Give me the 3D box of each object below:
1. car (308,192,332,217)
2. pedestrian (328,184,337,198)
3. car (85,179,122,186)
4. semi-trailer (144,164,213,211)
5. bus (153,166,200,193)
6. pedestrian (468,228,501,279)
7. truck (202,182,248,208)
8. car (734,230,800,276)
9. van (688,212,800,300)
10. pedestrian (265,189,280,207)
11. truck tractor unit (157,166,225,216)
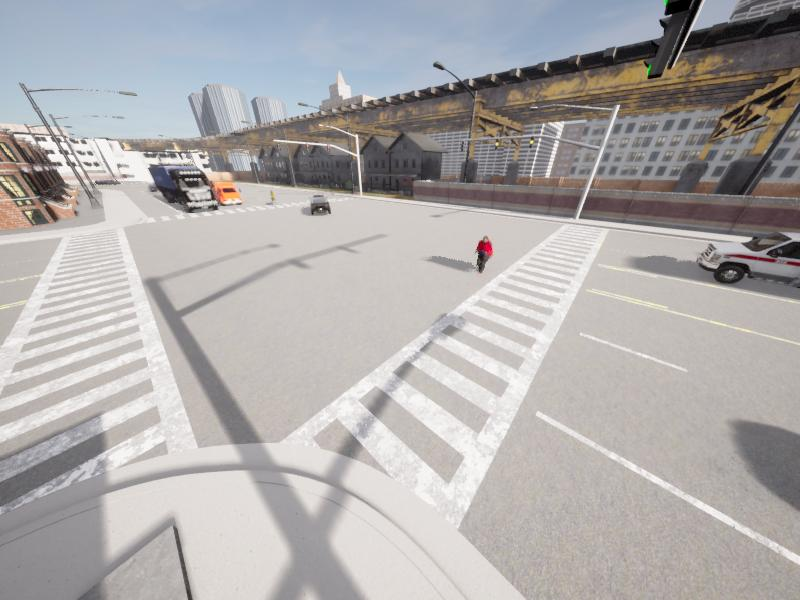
[{"bbox_3d":[-8.428,-10.085,24.129,1.930,1.638,5.238,-10,31,-16],"label":"car"},{"bbox_3d":[-10.126,-16.392,34.786,0.751,1.860,0.751,19,35,29],"label":"pedestrian"},{"bbox_3d":[-74.980,-29.799,58.523,5.357,1.411,2.033,-10,31,-16],"label":"car"},{"bbox_3d":[-27.798,-14.311,28.667,14.254,4.402,2.717,24,37,35],"label":"semi-trailer"},{"bbox_3d":[-43.749,-23.766,45.215,10.273,4.253,3.944,24,37,35],"label":"bus"},{"bbox_3d":[3.548,-1.976,9.817,0.751,1.860,0.751,-25,39,-37],"label":"pedestrian"},{"bbox_3d":[-21.649,-13.111,28.553,5.204,2.467,2.627,24,37,35],"label":"truck"},{"bbox_3d":[19.105,-1.643,9.755,5.357,1.411,2.033,24,38,35],"label":"car"},{"bbox_3d":[15.664,-1.276,8.085,6.366,2.431,2.351,24,38,35],"label":"van"},{"bbox_3d":[-14.995,-12.006,27.189,0.751,1.860,0.751,5,30,8],"label":"pedestrian"},{"bbox_3d":[-21.870,-11.596,24.179,6.516,4.208,3.053,24,38,36],"label":"truck tractor unit"}]
